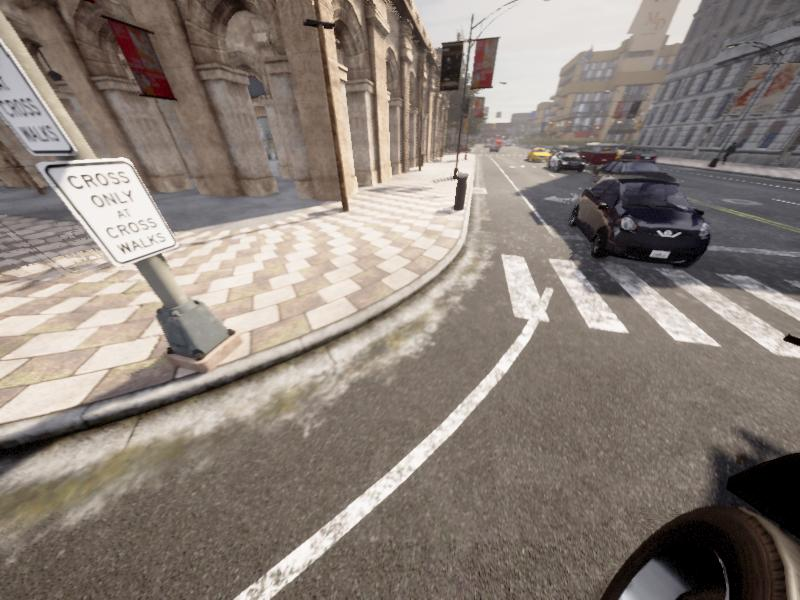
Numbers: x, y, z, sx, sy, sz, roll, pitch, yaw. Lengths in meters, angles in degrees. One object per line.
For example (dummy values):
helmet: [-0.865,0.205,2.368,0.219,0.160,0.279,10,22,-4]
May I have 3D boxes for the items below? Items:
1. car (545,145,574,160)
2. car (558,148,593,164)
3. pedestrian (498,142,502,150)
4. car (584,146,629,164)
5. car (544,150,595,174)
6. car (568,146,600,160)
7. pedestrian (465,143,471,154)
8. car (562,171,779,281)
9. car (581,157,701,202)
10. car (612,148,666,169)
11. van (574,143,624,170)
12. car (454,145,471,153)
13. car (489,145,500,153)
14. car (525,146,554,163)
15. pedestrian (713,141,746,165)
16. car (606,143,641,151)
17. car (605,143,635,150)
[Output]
car: [22.327,-20.814,32.557,2.242,1.667,4.611,10,36,16]
car: [20.639,-17.115,27.355,1.816,1.474,4.193,8,35,13]
pedestrian: [30.274,-46.604,69.903,0.751,1.860,0.751,10,36,15]
car: [24.346,-17.364,27.544,1.801,1.575,5.366,8,35,13]
car: [14.633,-12.231,20.297,2.038,1.542,4.974,8,35,13]
car: [26.114,-21.105,33.027,2.007,1.525,4.514,8,35,13]
pedestrian: [13.437,-29.876,45.530,0.751,1.860,0.751,9,36,14]
car: [5.698,-2.123,5.702,1.845,1.501,3.633,12,36,17]
car: [11.840,-6.457,12.028,2.033,1.411,5.357,8,35,13]
car: [22.479,-13.506,21.964,1.789,1.549,3.705,8,35,13]
van: [19.047,-14.055,22.461,1.775,1.987,4.442,8,35,13]
car: [15.238,-36.875,56.304,3.633,1.501,1.845,8,35,13]
car: [21.765,-34.808,53.291,1.994,1.385,4.181,8,35,13]
car: [17.754,-18.688,29.625,1.801,1.575,5.366,8,35,13]
pedestrian: [30.080,-13.456,21.140,0.751,1.860,0.751,16,38,22]
car: [52.671,-36.116,54.521,5.357,1.411,2.033,8,35,13]
car: [54.299,-37.967,57.116,4.792,1.488,2.163,8,35,13]
